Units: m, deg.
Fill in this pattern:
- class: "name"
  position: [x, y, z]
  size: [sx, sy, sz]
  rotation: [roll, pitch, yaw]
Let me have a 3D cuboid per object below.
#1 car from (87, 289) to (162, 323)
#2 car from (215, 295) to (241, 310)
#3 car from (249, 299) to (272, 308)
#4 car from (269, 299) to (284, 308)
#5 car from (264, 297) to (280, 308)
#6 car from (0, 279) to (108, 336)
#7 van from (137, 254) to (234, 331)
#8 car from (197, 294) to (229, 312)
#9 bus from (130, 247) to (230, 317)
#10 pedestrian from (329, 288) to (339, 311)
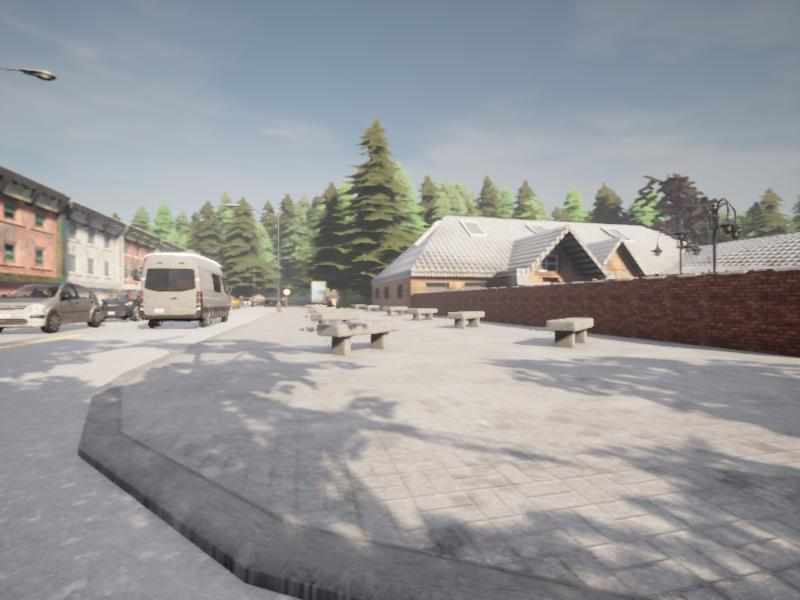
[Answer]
- class: "car"
  position: [-13.274, 0.266, 19.565]
  size: [1.845, 1.501, 3.633]
  rotation: [0, 0, -14]
- class: "car"
  position: [-19.661, 0.273, 45.887]
  size: [1.801, 1.575, 5.366]
  rotation: [0, 0, -14]
- class: "car"
  position: [-24.314, 0.588, 69.735]
  size: [1.812, 1.442, 4.674]
  rotation: [0, 0, 8]
- class: "car"
  position: [-20.556, 0.579, 66.721]
  size: [1.812, 1.442, 4.674]
  rotation: [0, 0, -9]
- class: "car"
  position: [-18.467, 0.303, 57.926]
  size: [1.882, 1.535, 5.008]
  rotation: [0, 0, -14]
- class: "car"
  position: [-11.777, 0.220, 13.385]
  size: [1.851, 1.617, 3.988]
  rotation: [0, 0, -14]
- class: "van"
  position: [-8.493, -0.249, 16.513]
  size: [1.988, 2.561, 5.915]
  rotation: [0, 0, -13]
- class: "car"
  position: [-17.883, 0.264, 38.554]
  size: [1.801, 1.575, 5.366]
  rotation: [0, 0, -14]
- class: "bus"
  position: [-15.576, -1.082, 29.547]
  size: [3.944, 4.253, 10.273]
  rotation: [0, 0, -14]
- class: "pedestrian"
  position: [-5.443, -0.030, 33.012]
  size: [0.751, 1.860, 0.751]
  rotation: [0, 0, -16]
